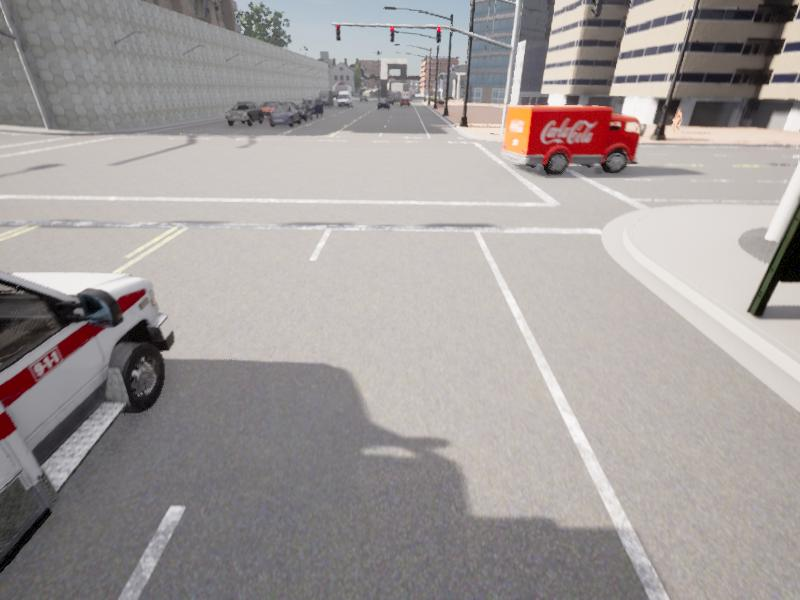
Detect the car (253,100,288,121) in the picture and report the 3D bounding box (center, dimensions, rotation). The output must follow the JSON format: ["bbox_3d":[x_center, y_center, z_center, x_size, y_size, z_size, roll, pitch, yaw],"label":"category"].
[{"bbox_3d":[-13.494,-19.949,41.950,2.097,1.767,4.553,1,28,0],"label":"car"}]

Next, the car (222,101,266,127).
[{"bbox_3d":[-13.583,-16.392,35.109,1.932,1.855,4.605,1,28,0],"label":"car"}]

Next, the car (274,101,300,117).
[{"bbox_3d":[-13.421,-22.743,47.594,1.816,1.474,4.193,1,28,0],"label":"car"}]

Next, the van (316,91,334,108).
[{"bbox_3d":[-13.118,-35.348,70.328,1.988,2.561,5.915,1,28,0],"label":"van"}]

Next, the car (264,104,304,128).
[{"bbox_3d":[-10.082,-16.310,35.321,2.033,1.649,4.856,1,28,0],"label":"car"}]

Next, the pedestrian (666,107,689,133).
[{"bbox_3d":[22.283,-14.421,32.126,0.751,1.860,0.751,-2,28,-6],"label":"pedestrian"}]

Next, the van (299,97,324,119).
[{"bbox_3d":[-9.945,-21.817,45.381,1.775,1.987,4.442,1,28,0],"label":"van"}]

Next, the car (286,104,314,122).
[{"bbox_3d":[-10.018,-18.970,40.472,1.845,1.501,3.633,1,28,0],"label":"car"}]

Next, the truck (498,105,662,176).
[{"bbox_3d":[7.171,-6.641,16.539,5.204,2.467,2.627,-3,27,-9],"label":"truck"}]

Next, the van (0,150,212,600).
[{"bbox_3d":[-3.516,1.133,1.549,2.351,2.431,6.366,1,28,0],"label":"van"}]

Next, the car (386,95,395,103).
[{"bbox_3d":[-2.243,-49.927,99.351,2.038,1.542,4.974,1,28,0],"label":"car"}]

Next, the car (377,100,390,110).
[{"bbox_3d":[-2.681,-32.259,66.124,1.895,1.301,4.718,1,28,0],"label":"car"}]

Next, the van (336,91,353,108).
[{"bbox_3d":[-9.626,-34.984,69.734,1.988,2.561,5.915,1,28,0],"label":"van"}]
